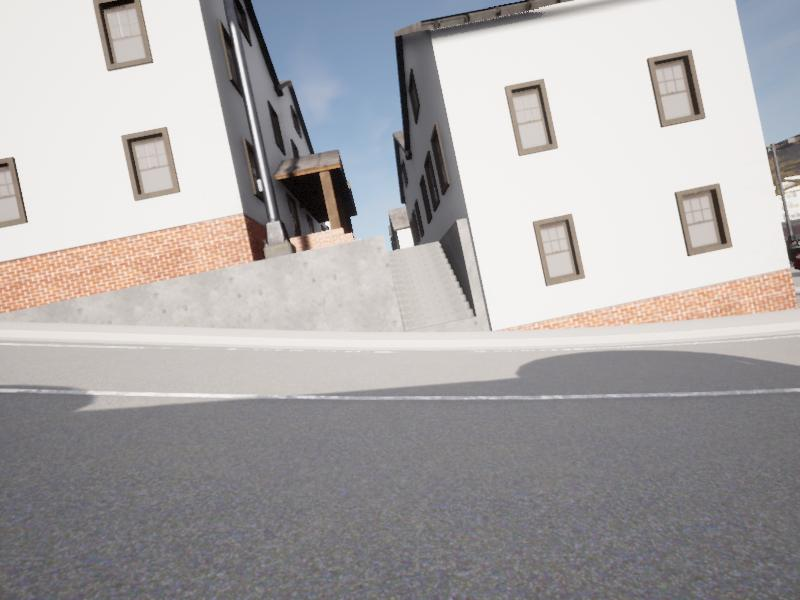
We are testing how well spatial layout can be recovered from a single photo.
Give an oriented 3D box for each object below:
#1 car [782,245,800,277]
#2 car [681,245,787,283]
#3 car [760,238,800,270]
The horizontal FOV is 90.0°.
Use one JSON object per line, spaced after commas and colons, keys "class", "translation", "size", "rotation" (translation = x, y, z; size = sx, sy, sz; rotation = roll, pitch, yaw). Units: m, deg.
{"class": "car", "translation": [19.947, -2.014, 17.445], "size": [1.812, 1.442, 4.674], "rotation": [-12, 0, -1]}
{"class": "car", "translation": [20.060, -2.067, 24.401], "size": [2.163, 1.488, 4.792], "rotation": [-12, 0, 0]}
{"class": "car", "translation": [23.472, -2.817, 23.074], "size": [1.789, 1.549, 3.705], "rotation": [-12, 0, 0]}
